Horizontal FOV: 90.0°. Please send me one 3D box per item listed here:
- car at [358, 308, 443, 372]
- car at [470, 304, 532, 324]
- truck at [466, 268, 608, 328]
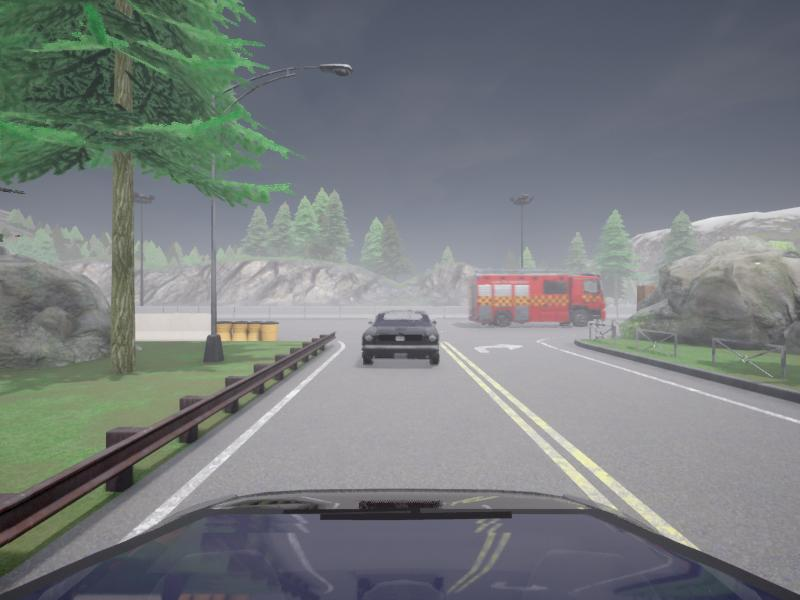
[{"bbox_3d":[0.070,0.941,11.197,1.895,1.301,4.718,0,0,2],"label":"car"},{"bbox_3d":[7.553,1.050,30.237,4.193,1.474,1.816,0,0,-1],"label":"car"},{"bbox_3d":[8.913,-0.125,26.754,8.468,3.827,2.891,0,0,-1],"label":"truck"}]
